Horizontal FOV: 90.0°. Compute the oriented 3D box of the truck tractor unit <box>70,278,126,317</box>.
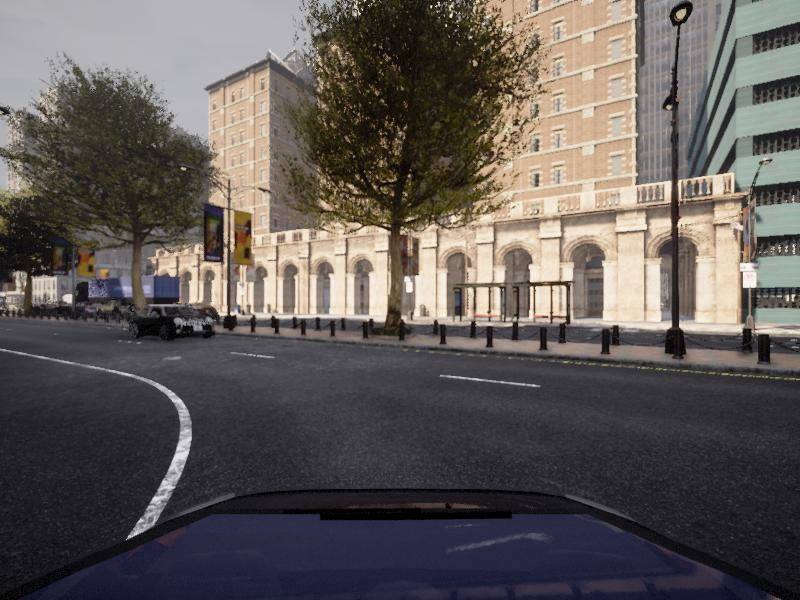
[{"bbox_3d":[-35.294,-0.276,46.682,6.516,4.208,3.053,0,0,32],"label":"truck tractor unit"}]

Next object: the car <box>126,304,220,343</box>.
[{"bbox_3d":[-9.867,0.939,17.353,3.806,1.475,1.970,0,0,32],"label":"car"}]

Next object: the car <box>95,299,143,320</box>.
[{"bbox_3d":[-25.718,0.828,36.612,4.605,1.855,1.932,0,0,32],"label":"car"}]

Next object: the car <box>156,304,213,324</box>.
[{"bbox_3d":[-16.741,1.021,31.066,4.674,1.442,1.812,0,0,32],"label":"car"}]

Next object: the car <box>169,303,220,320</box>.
[{"bbox_3d":[-18.723,1.020,36.391,4.892,1.490,1.837,-1,-1,32],"label":"car"}]

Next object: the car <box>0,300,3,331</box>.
[{"bbox_3d":[-24.398,0.862,22.259,4.611,1.667,2.242,0,0,32],"label":"car"}]

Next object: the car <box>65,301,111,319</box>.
[{"bbox_3d":[-31.229,0.968,40.034,4.856,1.649,2.033,0,0,32],"label":"car"}]

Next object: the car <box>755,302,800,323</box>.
[{"bbox_3d":[29.361,0.914,29.285,4.786,1.482,2.161,0,0,32],"label":"car"}]

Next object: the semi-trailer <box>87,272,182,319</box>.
[{"bbox_3d":[-28.564,-0.416,42.507,14.254,4.402,2.717,0,0,32],"label":"semi-trailer"}]
